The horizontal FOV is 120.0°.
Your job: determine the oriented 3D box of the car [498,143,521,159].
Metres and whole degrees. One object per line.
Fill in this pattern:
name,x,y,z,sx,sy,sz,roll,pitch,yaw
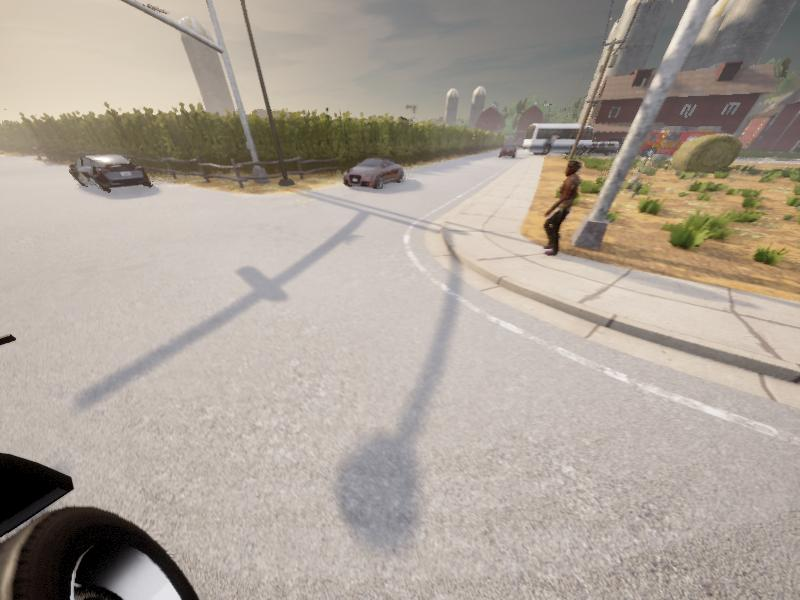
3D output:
car,16.094,-21.880,33.857,2.097,1.767,4.553,17,38,22

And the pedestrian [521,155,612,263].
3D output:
pedestrian,3.309,-1.846,4.749,0.751,1.860,0.751,-28,44,-34

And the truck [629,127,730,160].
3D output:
truck,41.662,-23.793,35.095,8.468,3.827,2.891,17,38,22

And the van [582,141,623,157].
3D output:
van,33.876,-25.404,38.847,4.480,2.038,2.069,17,38,22

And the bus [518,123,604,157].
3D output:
bus,26.053,-26.294,38.107,10.273,4.253,3.944,0,34,0

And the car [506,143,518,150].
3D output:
car,29.036,-39.917,59.984,2.038,1.542,4.974,16,38,21

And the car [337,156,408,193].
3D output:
car,-1.367,-7.361,13.295,1.994,1.385,4.181,17,38,23

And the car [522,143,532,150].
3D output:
car,33.120,-40.033,60.233,1.837,1.490,4.892,15,37,19

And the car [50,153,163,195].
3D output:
car,-15.402,-6.774,12.181,4.792,1.488,2.163,18,39,23
